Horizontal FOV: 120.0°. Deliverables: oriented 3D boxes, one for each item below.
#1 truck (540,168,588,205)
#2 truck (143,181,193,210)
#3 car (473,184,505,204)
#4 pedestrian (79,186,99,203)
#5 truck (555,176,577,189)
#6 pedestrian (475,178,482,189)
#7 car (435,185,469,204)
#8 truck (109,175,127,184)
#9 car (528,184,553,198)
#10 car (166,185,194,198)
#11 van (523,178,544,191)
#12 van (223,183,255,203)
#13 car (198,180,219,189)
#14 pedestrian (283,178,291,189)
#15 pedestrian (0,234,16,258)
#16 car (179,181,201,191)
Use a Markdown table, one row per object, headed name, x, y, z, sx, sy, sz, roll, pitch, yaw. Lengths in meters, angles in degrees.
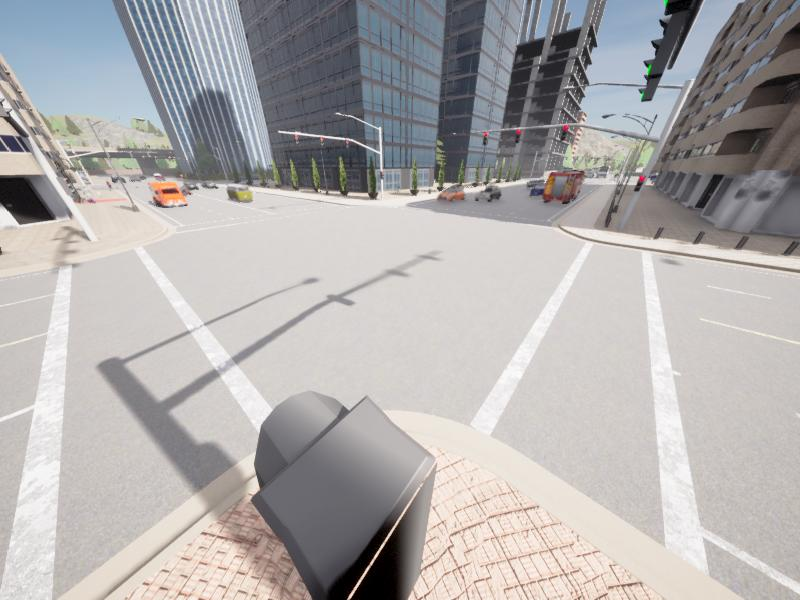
| name | x | y | z | sx | sy | sz | roll | pitch | yaw |
| --- | --- | --- | --- | --- | --- | --- | --- | --- | --- |
| truck | 21.423 | -14.950 | 29.965 | 2.891 | 3.827 | 8.468 | 23 | 37 | 34 |
| truck | -26.424 | -12.009 | 26.311 | 5.204 | 2.467 | 2.627 | 24 | 37 | 33 |
| car | 11.423 | -13.638 | 29.633 | 1.932 | 1.855 | 4.605 | 23 | 38 | 34 |
| pedestrian | -37.382 | -12.688 | 27.768 | 0.751 | 1.860 | 0.751 | 21 | 36 | 31 |
| truck | 35.807 | -25.365 | 49.730 | 2.390 | 2.098 | 6.274 | 23 | 37 | 34 |
| pedestrian | 15.452 | -22.927 | 45.395 | 0.751 | 1.860 | 0.751 | 26 | 39 | 37 |
| car | 6.636 | -13.490 | 29.467 | 2.097 | 1.767 | 4.553 | 23 | 37 | 34 |
| truck | -76.299 | -32.687 | 62.522 | 6.274 | 2.098 | 2.390 | 25 | 38 | 36 |
| car | 21.530 | -16.729 | 35.332 | 1.882 | 1.535 | 5.008 | 23 | 37 | 34 |
| car | -34.345 | -16.972 | 36.034 | 4.181 | 1.385 | 1.994 | 21 | 36 | 32 |
| van | 25.384 | -21.909 | 43.809 | 2.069 | 2.038 | 4.480 | 23 | 37 | 34 |
| van | -21.477 | -14.297 | 30.786 | 4.442 | 1.987 | 1.775 | 24 | 38 | 34 |
| car | -40.117 | -24.209 | 48.411 | 4.514 | 1.525 | 2.007 | 23 | 37 | 34 |
| pedestrian | -22.415 | -23.133 | 45.811 | 0.751 | 1.860 | 0.751 | -19 | 35 | -29 |
| pedestrian | -19.454 | -2.938 | 10.770 | 0.751 | 1.860 | 0.751 | -26 | 39 | -38 |
| car | -41.182 | -22.370 | 45.225 | 4.514 | 1.525 | 2.007 | 23 | 37 | 34 |
